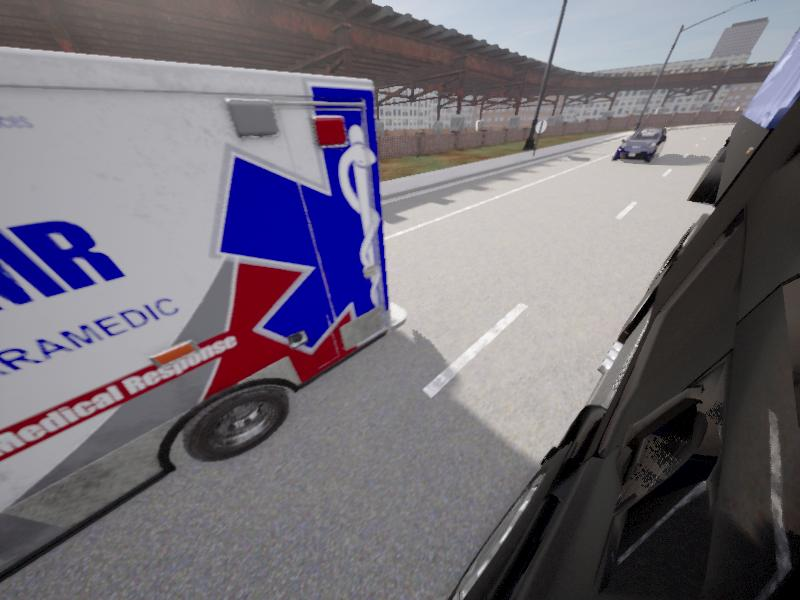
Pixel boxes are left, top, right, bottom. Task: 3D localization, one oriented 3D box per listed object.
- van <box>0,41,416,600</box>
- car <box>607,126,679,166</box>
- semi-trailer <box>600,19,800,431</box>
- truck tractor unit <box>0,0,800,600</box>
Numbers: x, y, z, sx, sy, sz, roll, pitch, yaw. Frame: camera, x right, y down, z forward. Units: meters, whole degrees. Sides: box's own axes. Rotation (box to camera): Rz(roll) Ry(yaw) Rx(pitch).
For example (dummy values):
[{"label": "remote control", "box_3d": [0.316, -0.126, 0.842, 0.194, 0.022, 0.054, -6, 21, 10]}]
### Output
[{"label": "van", "box_3d": [-3.010, 0.410, 1.281, 6.366, 2.431, 2.351, -29, 44, -31]}, {"label": "car", "box_3d": [13.553, -8.672, 12.912, 3.633, 1.501, 1.845, -30, 45, -31]}, {"label": "semi-trailer", "box_3d": [8.583, -3.702, 4.307, 14.254, 4.402, 2.717, -30, 45, -31]}, {"label": "truck tractor unit", "box_3d": [2.645, -0.295, 0.351, 6.516, 4.208, 3.053, -28, 44, -30]}]
